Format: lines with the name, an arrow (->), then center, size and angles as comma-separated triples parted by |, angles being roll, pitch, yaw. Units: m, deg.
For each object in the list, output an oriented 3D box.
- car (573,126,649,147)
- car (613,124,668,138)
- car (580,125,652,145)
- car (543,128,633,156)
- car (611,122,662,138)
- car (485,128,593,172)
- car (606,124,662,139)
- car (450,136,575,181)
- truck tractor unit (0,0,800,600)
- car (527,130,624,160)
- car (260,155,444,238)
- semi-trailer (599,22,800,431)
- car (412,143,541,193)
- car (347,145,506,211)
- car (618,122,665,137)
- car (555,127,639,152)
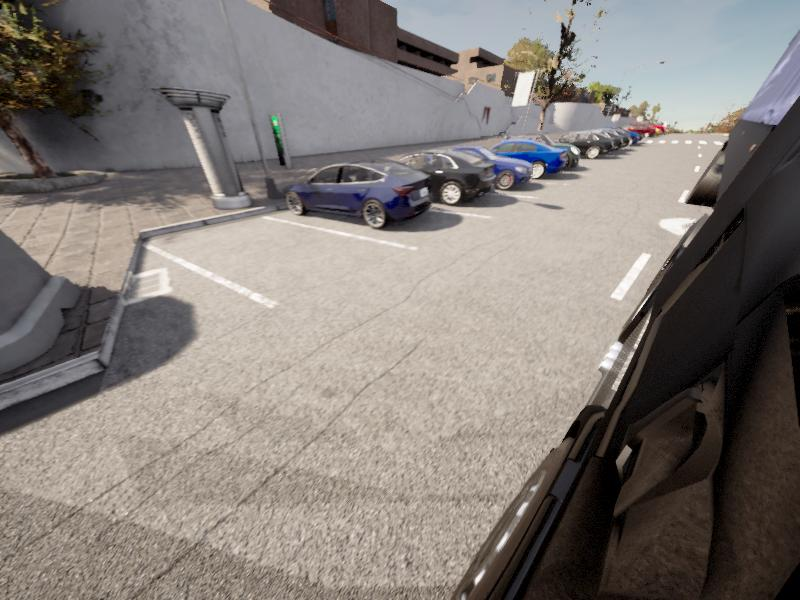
car -> 20.214, -15.928, 22.536 | 5.008, 1.535, 2.097 | 14, 39, 21
car -> 37.104, -26.251, 35.853 | 5.366, 1.575, 1.946 | 14, 38, 21
car -> 22.298, -17.233, 24.188 | 5.008, 1.535, 2.097 | 14, 39, 21
car -> 13.923, -12.034, 17.638 | 4.892, 1.521, 2.231 | 15, 40, 22
car -> 34.810, -25.117, 34.169 | 4.553, 1.767, 2.185 | 14, 39, 21
car -> 7.435, -8.350, 12.843 | 4.553, 1.767, 2.185 | 16, 40, 24
car -> 32.755, -23.719, 32.541 | 5.008, 1.535, 2.097 | 14, 39, 21
car -> 5.283, -6.994, 11.355 | 5.008, 1.535, 2.097 | 16, 41, 24
truck tractor unit -> 2.645, -0.295, 0.352 | 6.516, 4.208, 3.053 | -28, 44, -30
car -> 11.790, -10.757, 16.040 | 4.892, 1.521, 2.231 | 15, 40, 23
car -> -1.422, -3.311, 6.858 | 4.792, 1.488, 2.163 | 17, 41, 25
semi-trailer -> 8.601, -3.652, 4.348 | 14.254, 4.402, 2.717 | -29, 45, -31
car -> 3.076, -5.733, 9.858 | 4.674, 1.452, 2.002 | 17, 40, 24
car -> 0.853, -4.535, 8.316 | 4.892, 1.521, 2.231 | 17, 41, 25
car -> 38.994, -27.670, 37.545 | 4.553, 1.767, 2.185 | 14, 38, 21
car -> 16.041, -13.323, 19.254 | 4.892, 1.521, 2.231 | 15, 40, 22
